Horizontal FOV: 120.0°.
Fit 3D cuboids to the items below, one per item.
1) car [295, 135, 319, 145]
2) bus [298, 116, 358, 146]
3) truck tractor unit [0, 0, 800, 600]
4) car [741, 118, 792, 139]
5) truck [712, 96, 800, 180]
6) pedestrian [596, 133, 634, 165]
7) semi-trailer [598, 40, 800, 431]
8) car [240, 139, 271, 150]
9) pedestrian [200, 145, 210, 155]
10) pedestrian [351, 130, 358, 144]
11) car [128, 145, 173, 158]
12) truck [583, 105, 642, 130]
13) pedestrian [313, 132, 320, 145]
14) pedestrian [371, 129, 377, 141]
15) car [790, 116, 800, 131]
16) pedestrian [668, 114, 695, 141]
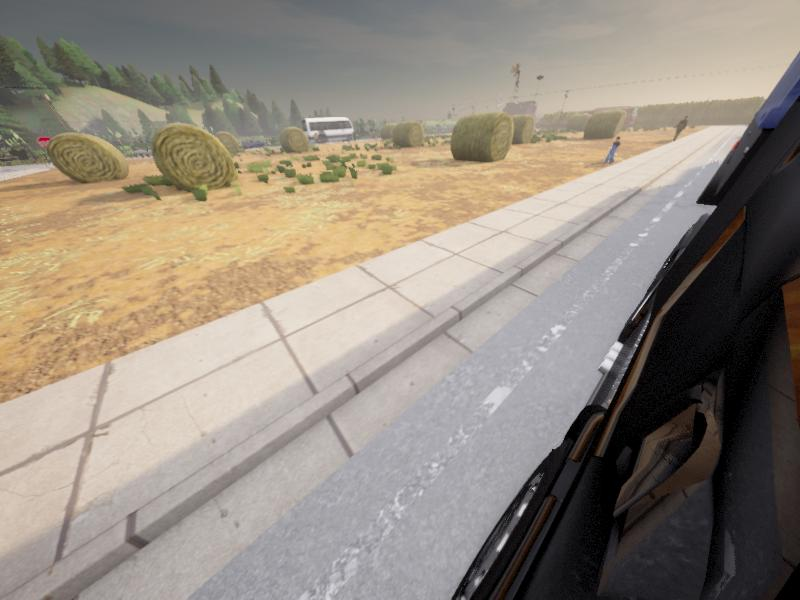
[{"bbox_3d":[-19.498,-33.594,48.573,4.193,1.474,1.816,-25,42,-27],"label":"car"},{"bbox_3d":[-14.410,-34.570,47.226,10.273,4.253,3.944,-26,43,-27],"label":"bus"},{"bbox_3d":[2.645,-0.295,0.351,6.516,4.208,3.053,-28,44,-30],"label":"truck tractor unit"},{"bbox_3d":[34.411,-16.155,21.771,4.181,1.385,1.994,-28,44,-30],"label":"car"},{"bbox_3d":[16.107,-6.790,9.604,5.204,2.467,2.627,-27,43,-30],"label":"truck"},{"bbox_3d":[11.034,-7.763,11.907,0.751,1.300,0.751,-11,38,-10],"label":"pedestrian"},{"bbox_3d":[8.690,-3.617,4.227,14.254,4.402,2.717,-28,44,-30],"label":"semi-trailer"},{"bbox_3d":[-25.922,-27.964,41.492,4.193,1.474,1.816,-25,42,-27],"label":"car"},{"bbox_3d":[-27.683,-21.311,32.761,0.500,1.100,0.500,-9,37,-8],"label":"pedestrian"},{"bbox_3d":[-7.952,-28.741,40.700,0.751,1.860,0.751,-1,37,2],"label":"pedestrian"},{"bbox_3d":[-39.944,-23.886,37.143,4.718,1.301,1.895,-25,42,-27],"label":"car"},{"bbox_3d":[46.803,-40.403,51.293,2.891,3.827,8.468,-27,43,-29],"label":"truck"},{"bbox_3d":[-15.316,-29.579,42.317,0.751,1.860,0.751,-5,37,-2],"label":"pedestrian"},{"bbox_3d":[-5.133,-32.618,45.688,0.751,1.860,0.751,1,37,5],"label":"pedestrian"},{"bbox_3d":[48.281,-20.965,27.029,5.238,1.638,1.930,-28,44,-30],"label":"car"},{"bbox_3d":[24.954,-15.279,20.533,0.751,1.860,0.751,27,46,33],"label":"pedestrian"}]
